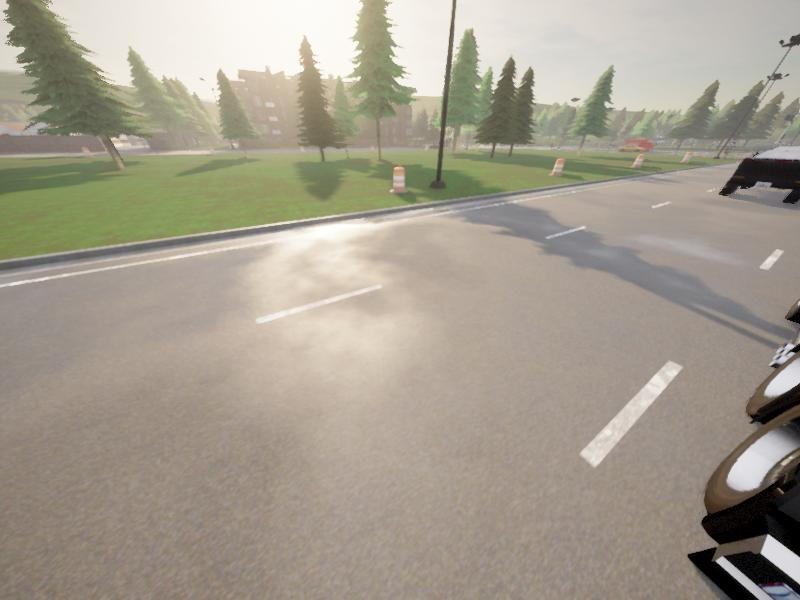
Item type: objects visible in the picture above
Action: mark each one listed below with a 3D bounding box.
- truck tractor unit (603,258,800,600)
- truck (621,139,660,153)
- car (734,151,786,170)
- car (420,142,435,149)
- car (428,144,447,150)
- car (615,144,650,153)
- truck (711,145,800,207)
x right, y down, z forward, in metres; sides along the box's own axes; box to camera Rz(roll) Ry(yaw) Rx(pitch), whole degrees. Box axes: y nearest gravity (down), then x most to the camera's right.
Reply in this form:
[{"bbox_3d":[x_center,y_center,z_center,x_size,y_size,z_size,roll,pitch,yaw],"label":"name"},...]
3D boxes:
[{"bbox_3d":[5.097,-0.316,0.792,6.516,4.208,3.053,-19,39,-24],"label":"truck tractor unit"},{"bbox_3d":[56.806,-36.526,54.738,2.627,2.467,5.204,-18,39,-24],"label":"truck"},{"bbox_3d":[35.995,-13.999,23.110,4.193,1.474,1.816,-18,39,-25],"label":"car"},{"bbox_3d":[7.575,-43.039,64.422,3.633,1.501,1.845,-18,39,-24],"label":"car"},{"bbox_3d":[10.110,-41.447,62.391,4.718,1.301,1.895,-18,39,-24],"label":"car"},{"bbox_3d":[53.771,-35.158,53.562,1.801,1.575,5.366,-18,39,-24],"label":"car"},{"bbox_3d":[18.730,-6.252,11.296,6.274,2.098,2.390,-18,39,-25],"label":"truck"}]
